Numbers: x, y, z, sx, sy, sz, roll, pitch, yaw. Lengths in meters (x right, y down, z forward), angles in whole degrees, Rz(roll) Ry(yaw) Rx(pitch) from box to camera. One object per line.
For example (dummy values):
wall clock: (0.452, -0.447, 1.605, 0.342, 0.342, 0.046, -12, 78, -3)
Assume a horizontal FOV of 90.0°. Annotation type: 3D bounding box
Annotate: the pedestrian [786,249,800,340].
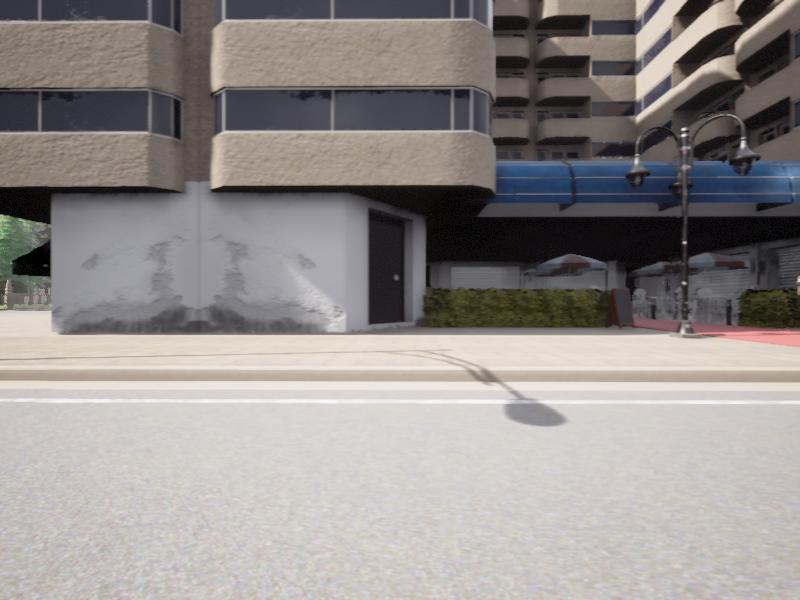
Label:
pedestrian: (8.523, -0.113, 8.075, 0.751, 1.860, 0.751, 0, 0, -4)
